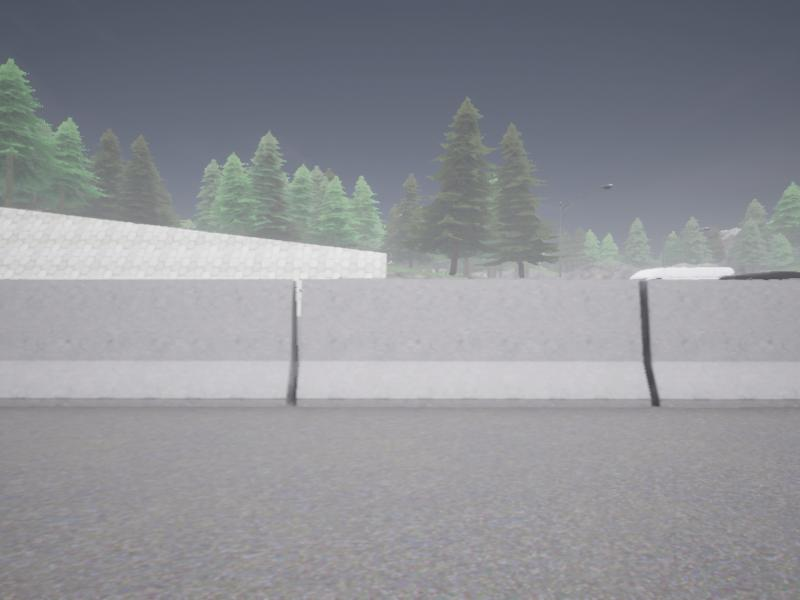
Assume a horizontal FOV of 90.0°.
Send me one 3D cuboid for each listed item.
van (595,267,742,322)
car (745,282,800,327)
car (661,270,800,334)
[{"bbox_3d":[13.044,-0.267,19.687,5.915,2.561,1.988,0,0,0],"label":"van"},{"bbox_3d":[17.230,0.171,16.176,4.611,1.667,2.242,0,0,0],"label":"car"},{"bbox_3d":[10.828,0.055,12.687,3.866,1.878,1.905,0,0,0],"label":"car"}]
